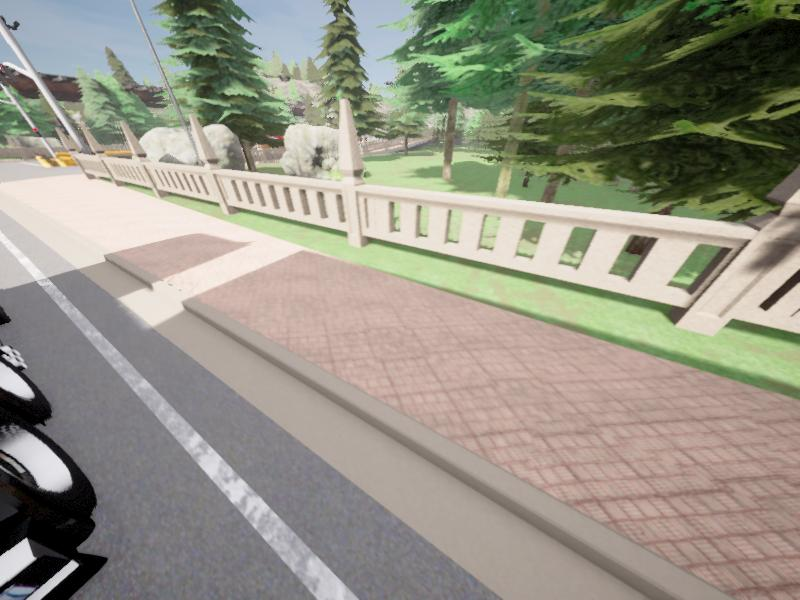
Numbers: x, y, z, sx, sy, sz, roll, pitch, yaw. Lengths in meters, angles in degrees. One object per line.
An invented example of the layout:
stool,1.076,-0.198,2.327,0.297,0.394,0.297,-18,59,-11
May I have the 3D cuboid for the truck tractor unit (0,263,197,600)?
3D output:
truck tractor unit,-5.109,-0.302,0.785,6.516,4.208,3.053,18,39,24
